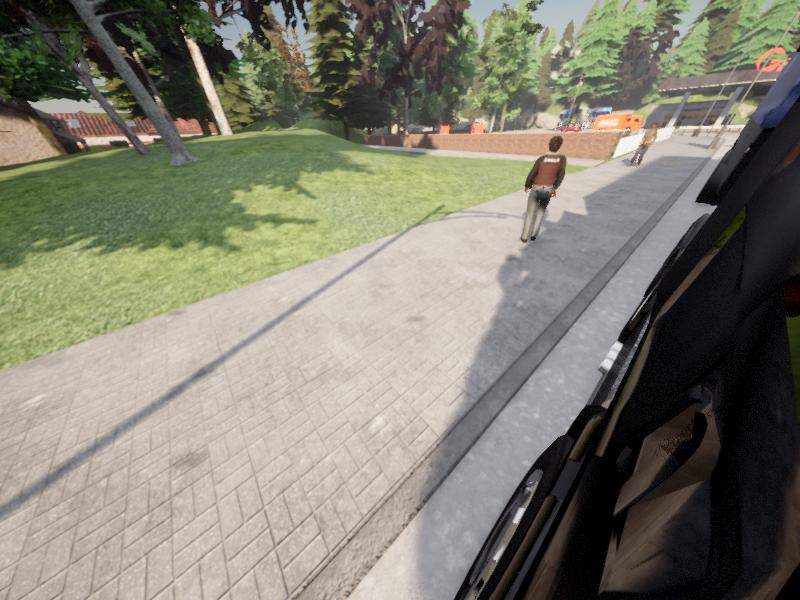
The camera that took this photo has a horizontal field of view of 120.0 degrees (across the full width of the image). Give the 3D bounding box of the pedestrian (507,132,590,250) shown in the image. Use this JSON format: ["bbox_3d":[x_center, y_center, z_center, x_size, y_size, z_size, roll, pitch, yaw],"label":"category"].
[{"bbox_3d":[2.702,-2.034,4.421,0.751,1.860,0.751,14,40,21],"label":"pedestrian"}]

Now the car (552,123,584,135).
[{"bbox_3d":[28.207,-28.691,38.863,1.789,1.549,3.705,-28,44,-30],"label":"car"}]

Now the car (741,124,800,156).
[{"bbox_3d":[23.826,-10.214,14.630,4.181,1.385,1.994,-28,44,-29],"label":"car"}]

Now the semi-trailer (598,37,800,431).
[{"bbox_3d":[8.666,-3.630,4.256,14.254,4.402,2.717,-29,44,-30],"label":"semi-trailer"}]

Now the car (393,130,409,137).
[{"bbox_3d":[0.157,-47.622,65.950,1.837,1.490,4.892,-28,44,-30],"label":"car"}]

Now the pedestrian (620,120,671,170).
[{"bbox_3d":[11.481,-7.278,10.866,0.751,1.860,0.751,-21,40,-22],"label":"pedestrian"}]

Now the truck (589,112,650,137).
[{"bbox_3d":[30.091,-24.138,31.912,2.627,2.467,5.204,-28,43,-30],"label":"truck"}]

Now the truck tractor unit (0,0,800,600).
[{"bbox_3d":[2.645,-0.295,0.351,6.516,4.208,3.053,-28,44,-30],"label":"truck tractor unit"}]

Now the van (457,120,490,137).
[{"bbox_3d":[14.709,-34.570,46.737,1.988,2.561,5.915,-28,43,-30],"label":"van"}]

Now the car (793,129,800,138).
[{"bbox_3d":[36.277,-14.473,19.468,1.812,1.442,4.674,25,45,32],"label":"car"}]
